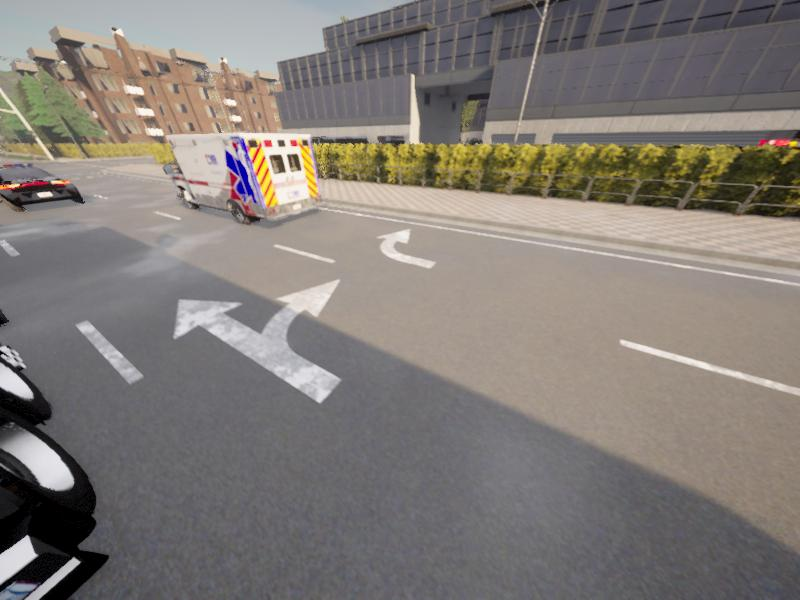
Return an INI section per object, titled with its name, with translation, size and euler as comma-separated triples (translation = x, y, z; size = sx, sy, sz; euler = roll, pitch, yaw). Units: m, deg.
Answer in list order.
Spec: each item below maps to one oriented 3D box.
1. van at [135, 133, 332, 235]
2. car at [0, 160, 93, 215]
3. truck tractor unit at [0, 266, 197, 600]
[van]
translation = -5.842, -4.395, 8.252
size = 6.366, 2.431, 2.351
euler = 18, 39, 24
[car]
translation = -16.356, -5.086, 10.138
size = 4.974, 1.542, 2.038
euler = 18, 39, 24
[truck tractor unit]
translation = -5.116, -0.295, 0.777
size = 6.516, 4.208, 3.053
euler = 18, 39, 24
